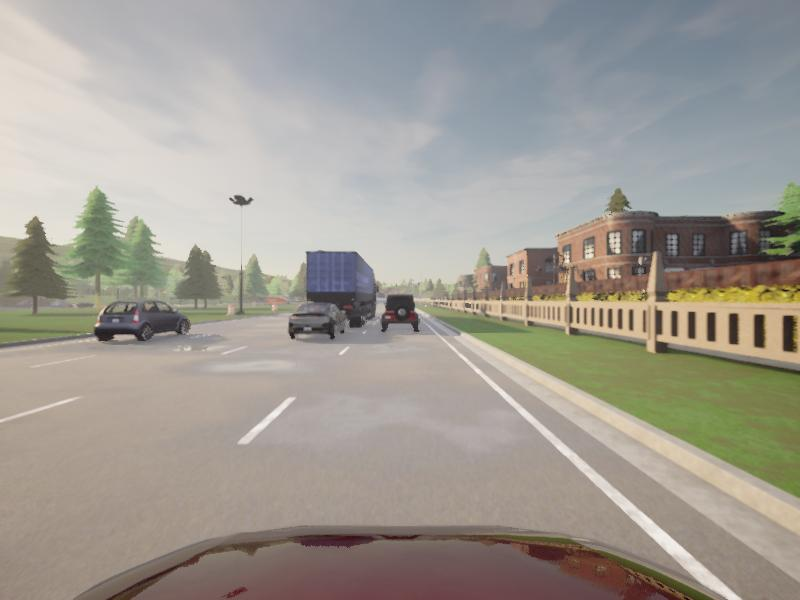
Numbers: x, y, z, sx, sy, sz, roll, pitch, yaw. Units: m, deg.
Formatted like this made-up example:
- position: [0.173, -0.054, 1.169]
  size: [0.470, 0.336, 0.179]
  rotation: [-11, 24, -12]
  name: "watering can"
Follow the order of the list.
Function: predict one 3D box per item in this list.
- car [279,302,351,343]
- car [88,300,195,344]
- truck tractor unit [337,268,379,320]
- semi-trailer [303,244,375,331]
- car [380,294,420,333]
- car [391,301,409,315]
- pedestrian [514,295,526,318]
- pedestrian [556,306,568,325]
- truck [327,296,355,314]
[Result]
- position: [-3.500, 0.865, 17.574]
  size: [2.128, 1.511, 4.902]
  rotation: [0, 1, 0]
  name: "car"
- position: [-10.499, 0.796, 16.651]
  size: [1.851, 1.617, 3.988]
  rotation: [0, 0, 0]
  name: "car"
- position: [-3.508, -0.510, 35.140]
  size: [3.053, 4.208, 6.516]
  rotation: [0, 1, 0]
  name: "truck tractor unit"
- position: [-3.502, -0.605, 27.231]
  size: [2.717, 4.402, 14.254]
  rotation: [0, 0, 0]
  name: "semi-trailer"
- position: [-0.001, 0.654, 21.189]
  size: [1.905, 1.878, 3.866]
  rotation: [0, 0, 0]
  name: "car"
- position: [-0.004, 0.873, 45.315]
  size: [1.970, 1.475, 3.806]
  rotation: [0, 0, 0]
  name: "car"
- position: [9.818, 0.499, 32.703]
  size: [0.751, 1.860, 0.751]
  rotation: [0, 0, 1]
  name: "pedestrian"
- position: [9.176, 0.875, 22.655]
  size: [0.500, 1.100, 0.500]
  rotation: [0, 0, 3]
  name: "pedestrian"
- position: [-7.002, 0.563, 47.960]
  size: [2.390, 2.098, 6.274]
  rotation: [0, 0, 0]
  name: "truck"
